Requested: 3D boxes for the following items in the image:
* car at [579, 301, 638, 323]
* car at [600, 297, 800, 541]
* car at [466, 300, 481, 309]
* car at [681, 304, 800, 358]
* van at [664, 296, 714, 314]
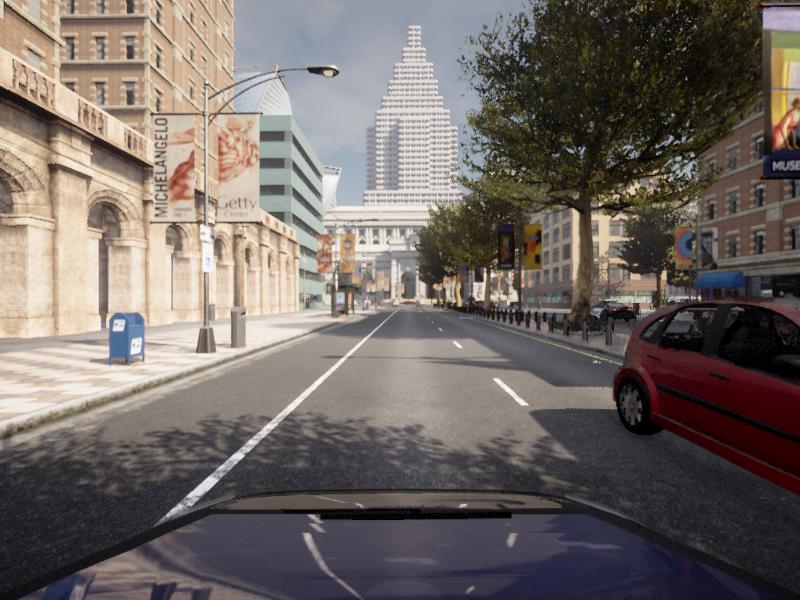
[{"bbox_3d":[15.627,0.833,30.351,2.038,1.542,4.974,0,0,1],"label":"car"},{"bbox_3d":[3.587,0.788,3.389,1.851,1.617,3.988,0,0,1],"label":"car"},{"bbox_3d":[12.915,0.835,70.753,1.882,1.535,5.008,0,0,1],"label":"car"},{"bbox_3d":[11.859,0.872,13.242,1.812,1.442,4.674,0,0,0],"label":"car"},{"bbox_3d":[34.309,0.580,47.528,4.480,2.038,2.069,0,0,-1],"label":"van"}]
